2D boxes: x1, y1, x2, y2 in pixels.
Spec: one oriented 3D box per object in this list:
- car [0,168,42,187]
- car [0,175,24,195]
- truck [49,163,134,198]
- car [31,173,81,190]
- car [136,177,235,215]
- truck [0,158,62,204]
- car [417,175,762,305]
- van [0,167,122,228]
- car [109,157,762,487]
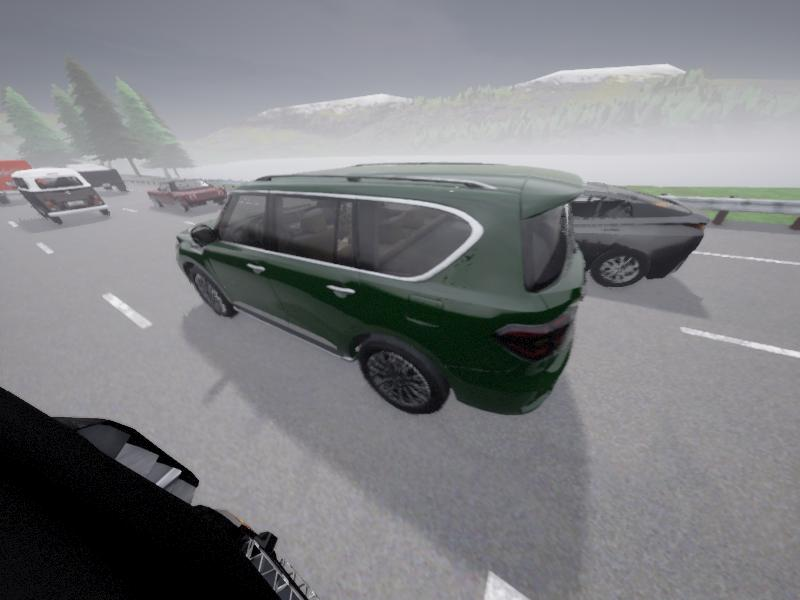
[{"bbox_3d":[-49.128,-15.747,29.643,4.605,1.855,1.932,12,36,20],"label":"car"},{"bbox_3d":[-39.012,-11.149,22.316,4.193,1.474,1.816,14,37,24],"label":"car"},{"bbox_3d":[-24.943,-9.773,18.659,6.274,2.098,2.390,16,38,26],"label":"truck"},{"bbox_3d":[-36.491,-12.615,24.518,4.718,1.301,1.895,15,37,24],"label":"car"},{"bbox_3d":[-11.043,-5.479,11.886,4.718,1.301,1.895,16,38,26],"label":"car"},{"bbox_3d":[-28.176,-8.641,16.793,5.204,2.467,2.627,14,37,27],"label":"truck"},{"bbox_3d":[2.832,-1.615,4.831,4.514,1.525,2.007,16,38,26],"label":"car"},{"bbox_3d":[-15.699,-4.887,10.648,4.480,2.038,2.069,16,38,26],"label":"van"},{"bbox_3d":[-0.850,-0.651,3.166,5.566,2.045,2.150,16,38,26],"label":"car"}]
